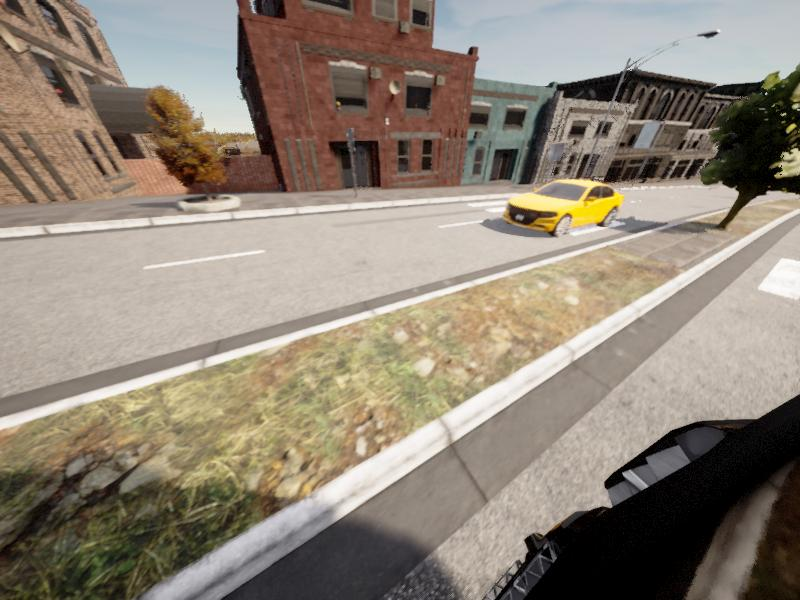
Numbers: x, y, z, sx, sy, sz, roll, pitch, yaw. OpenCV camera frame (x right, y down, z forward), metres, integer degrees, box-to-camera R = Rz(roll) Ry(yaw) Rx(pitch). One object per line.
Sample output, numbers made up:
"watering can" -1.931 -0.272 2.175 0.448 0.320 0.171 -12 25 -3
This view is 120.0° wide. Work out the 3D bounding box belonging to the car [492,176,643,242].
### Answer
"car" 5.926 -3.416 8.175 5.008 1.535 1.882 -16 38 -26
